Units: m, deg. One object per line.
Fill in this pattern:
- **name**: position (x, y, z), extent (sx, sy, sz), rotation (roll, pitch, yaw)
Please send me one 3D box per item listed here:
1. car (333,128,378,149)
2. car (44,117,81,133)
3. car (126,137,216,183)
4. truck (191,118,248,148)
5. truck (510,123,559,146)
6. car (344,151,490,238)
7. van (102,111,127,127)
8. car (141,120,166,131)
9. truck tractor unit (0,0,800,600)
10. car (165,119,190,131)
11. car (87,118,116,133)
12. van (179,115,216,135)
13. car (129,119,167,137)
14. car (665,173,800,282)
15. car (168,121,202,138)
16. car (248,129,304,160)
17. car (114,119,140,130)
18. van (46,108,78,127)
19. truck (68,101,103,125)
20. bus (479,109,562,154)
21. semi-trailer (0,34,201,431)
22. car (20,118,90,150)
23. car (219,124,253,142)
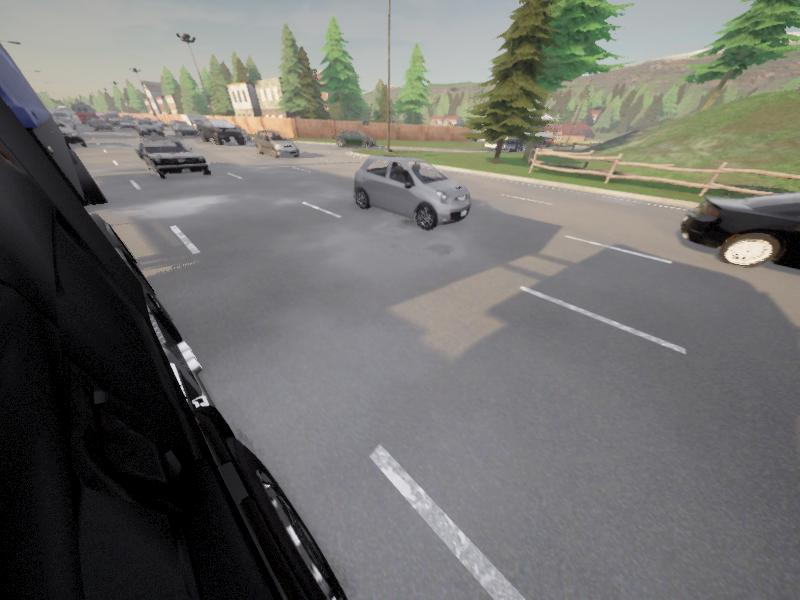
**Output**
- **car**: position (-5.017, -18.658, 26.713), extent (4.553, 1.767, 2.097), rotation (5, 37, 3)
- **car**: position (-44.141, -22.970, 30.281), extent (4.792, 1.488, 2.163), rotation (30, 45, 31)
- **car**: position (-10.745, -6.681, 10.804), extent (4.718, 1.301, 1.895), rotation (30, 45, 31)
- **truck**: position (-18.239, -16.931, 23.333), extent (6.274, 2.098, 2.390), rotation (30, 44, 31)
- **truck**: position (30.328, -37.696, 52.603), extent (8.468, 3.827, 2.891), rotation (30, 45, 31)
- **car**: position (0.325, -3.291, 6.781), extent (3.633, 1.501, 1.845), rotation (30, 45, 31)
- **van**: position (-59.892, -38.046, 48.479), extent (5.915, 2.561, 1.988), rotation (30, 45, 31)
- **car**: position (-45.112, -31.960, 42.279), extent (5.357, 1.411, 2.033), rotation (30, 45, 31)
- **truck tractor unit**: position (-2.645, -0.295, 0.352), extent (6.516, 4.208, 3.053), rotation (28, 44, 30)
- **car**: position (-42.645, -33.481, 44.255), extent (5.238, 1.638, 1.930), rotation (30, 45, 31)
- **car**: position (-42.965, -25.129, 33.222), extent (4.892, 1.490, 1.837), rotation (30, 45, 31)
- **van**: position (-32.282, -27.894, 36.797), extent (6.366, 2.431, 2.351), rotation (30, 44, 31)
- **car**: position (-31.893, -21.714, 29.213), extent (4.611, 1.667, 2.242), rotation (30, 45, 31)
- **car**: position (9.052, -1.145, 4.458), extent (5.008, 1.535, 1.882), rotation (30, 45, 31)
- **car**: position (-28.578, -22.638, 30.676), extent (5.238, 1.638, 1.930), rotation (30, 45, 31)
- **car**: position (-9.258, -11.608, 17.207), extent (3.988, 1.617, 1.851), rotation (30, 44, 31)
- **car**: position (-47.829, -30.684, 40.408), extent (5.357, 1.411, 2.033), rotation (30, 45, 31)
- **van**: position (-61.991, -33.535, 42.456), extent (6.366, 2.431, 2.351), rotation (30, 45, 31)
- **truck**: position (-70.392, -41.719, 51.678), extent (8.468, 3.827, 2.891), rotation (30, 45, 31)
- **bus**: position (15.903, -22.063, 30.506), extent (10.273, 4.253, 3.944), rotation (-21, 44, -28)
- **semi-trailer**: position (-8.654, -3.635, 4.270), extent (14.254, 4.402, 2.717), rotation (29, 44, 30)
- **car**: position (-25.600, -12.458, 17.308), extent (5.027, 1.651, 2.152), rotation (30, 45, 31)
- **car**: position (-20.369, -20.767, 28.723), extent (3.988, 1.617, 1.851), rotation (30, 45, 31)
